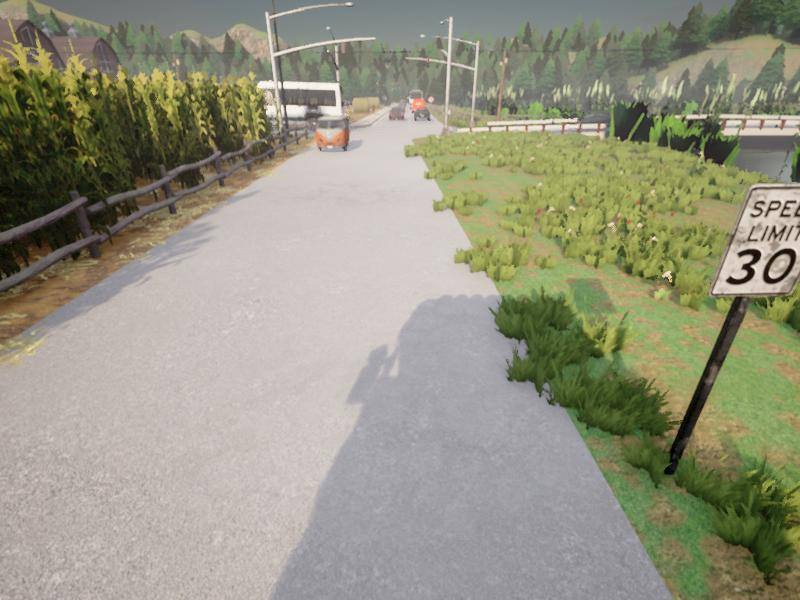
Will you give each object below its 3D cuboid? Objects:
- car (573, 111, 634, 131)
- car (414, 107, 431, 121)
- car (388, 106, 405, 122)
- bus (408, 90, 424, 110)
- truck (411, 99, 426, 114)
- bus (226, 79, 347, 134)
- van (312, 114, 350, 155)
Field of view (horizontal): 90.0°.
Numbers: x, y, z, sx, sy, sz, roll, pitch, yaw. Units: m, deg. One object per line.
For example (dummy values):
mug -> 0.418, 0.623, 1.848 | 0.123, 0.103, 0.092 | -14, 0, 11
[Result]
car -> 17.816, -15.753, 35.162 | 4.181, 1.385, 1.994 | -1, 27, 5
car -> 3.080, -26.182, 56.203 | 2.152, 1.651, 5.027 | 1, 27, 1
car -> -0.442, -25.427, 54.537 | 2.097, 1.767, 4.553 | 0, 27, 1
bus -> 3.958, -51.461, 102.898 | 3.944, 4.253, 10.273 | 0, 27, 1
truck -> 3.537, -37.390, 77.256 | 2.627, 2.467, 5.204 | 0, 27, 1
bus -> -10.498, -18.569, 38.493 | 10.273, 4.253, 3.944 | 1, 27, -1
van -> -4.152, -10.330, 24.786 | 1.775, 1.987, 4.442 | -1, 27, -3
